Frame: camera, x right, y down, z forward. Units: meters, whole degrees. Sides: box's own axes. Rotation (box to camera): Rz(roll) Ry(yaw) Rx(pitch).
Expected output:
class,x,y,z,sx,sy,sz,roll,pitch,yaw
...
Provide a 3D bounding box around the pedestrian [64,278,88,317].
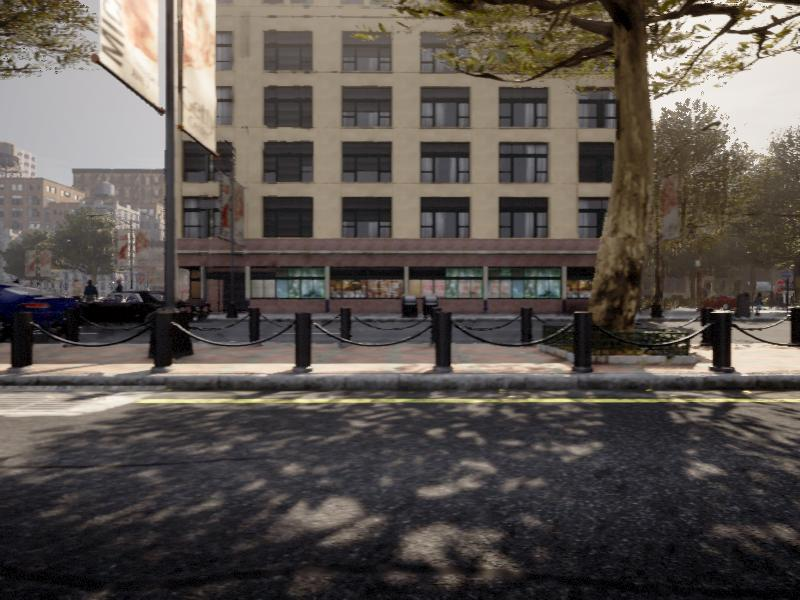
class,x,y,z,sx,sy,sz,roll,pitch,yaw
pedestrian,-15.891,-0.115,19.612,0.751,1.860,0.751,0,0,38

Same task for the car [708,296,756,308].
class,x,y,z,sx,sy,sz,roll,pitch,yaw
car,45.881,0.272,55.402,4.902,1.511,2.128,0,0,0

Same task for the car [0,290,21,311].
class,x,y,z,sx,sy,sz,roll,pitch,yaw
car,-36.785,0.052,35.494,1.932,1.855,4.605,0,0,0

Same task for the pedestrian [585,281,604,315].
class,x,y,z,sx,sy,sz,roll,pitch,yaw
pedestrian,11.003,-0.114,22.663,0.751,1.860,0.751,0,0,5

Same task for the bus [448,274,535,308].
class,x,y,z,sx,sy,sz,roll,pitch,yaw
bus,11.657,-1.133,51.822,10.273,4.253,3.944,0,0,0

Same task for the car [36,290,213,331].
class,x,y,z,sx,sy,sz,roll,pitch,yaw
car,-9.203,0.344,13.657,4.718,1.301,1.895,0,0,0

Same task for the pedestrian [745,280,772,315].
class,x,y,z,sx,sy,sz,roll,pitch,yaw
pedestrian,19.309,-0.114,21.552,0.751,1.860,0.751,0,0,0

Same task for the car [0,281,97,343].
class,x,y,z,sx,sy,sz,roll,pitch,yaw
car,-10.699,0.269,10.127,4.674,1.442,1.812,0,0,0

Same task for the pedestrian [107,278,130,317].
class,x,y,z,sx,sy,sz,roll,pitch,yaw
pedestrian,-13.527,-0.115,19.229,0.751,1.860,0.751,0,0,-20

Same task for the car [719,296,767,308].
class,x,y,z,sx,sy,sz,roll,pitch,yaw
car,44.402,0.272,51.893,4.674,1.442,1.812,0,0,0

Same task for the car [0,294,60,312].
class,x,y,z,sx,sy,sz,roll,pitch,yaw
car,-33.290,0.228,35.686,2.007,1.525,4.514,0,0,0

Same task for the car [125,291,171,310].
class,x,y,z,sx,sy,sz,roll,pitch,yaw
car,-26.292,0.052,41.930,1.932,1.855,4.605,0,0,0

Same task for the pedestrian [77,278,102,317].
class,x,y,z,sx,sy,sz,roll,pitch,yaw
pedestrian,-15.121,-0.115,19.487,0.751,1.860,0.751,0,0,-19

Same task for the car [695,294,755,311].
class,x,y,z,sx,sy,sz,roll,pitch,yaw
car,32.156,0.224,39.812,1.882,1.535,5.008,0,0,-1
